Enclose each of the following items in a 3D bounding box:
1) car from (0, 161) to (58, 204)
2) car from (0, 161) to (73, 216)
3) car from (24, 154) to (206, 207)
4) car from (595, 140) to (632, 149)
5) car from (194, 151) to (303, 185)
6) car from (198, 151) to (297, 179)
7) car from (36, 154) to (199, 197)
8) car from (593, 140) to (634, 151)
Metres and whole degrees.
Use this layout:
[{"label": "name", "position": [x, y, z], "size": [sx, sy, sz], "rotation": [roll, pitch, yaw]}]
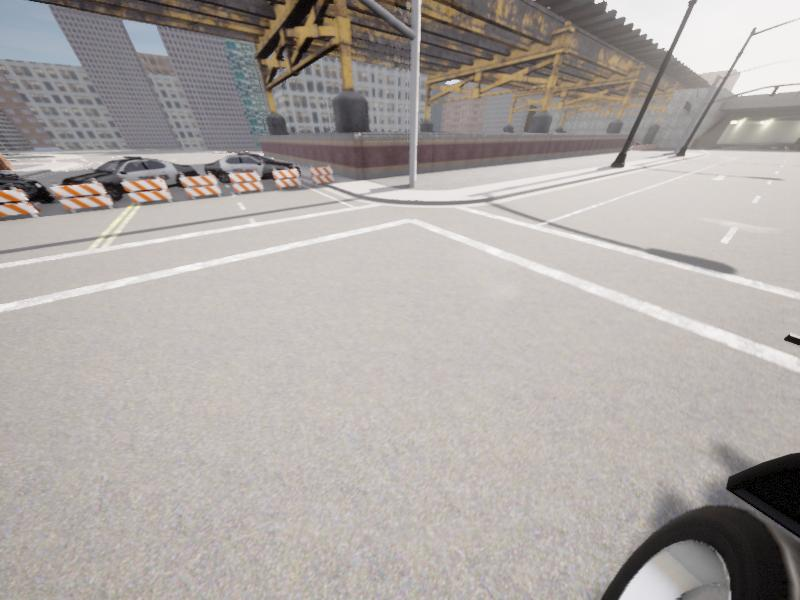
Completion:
[{"label": "car", "position": [-16.666, -4.528, 8.838], "size": [4.536, 1.218, 1.853], "rotation": [5, 36, 7]}, {"label": "car", "position": [-16.613, -4.395, 8.923], "size": [4.974, 1.542, 2.038], "rotation": [5, 36, 7]}, {"label": "car", "position": [-12.846, -5.942, 11.079], "size": [2.038, 1.542, 4.974], "rotation": [11, 37, 15]}, {"label": "car", "position": [38.898, -28.449, 42.200], "size": [4.536, 1.218, 1.853], "rotation": [5, 36, 7]}, {"label": "car", "position": [-8.904, -8.108, 14.111], "size": [4.974, 1.542, 2.038], "rotation": [-4, 35, -5]}, {"label": "car", "position": [-8.956, -8.233, 14.015], "size": [4.536, 1.218, 1.853], "rotation": [-4, 35, -5]}, {"label": "car", "position": [-12.831, -6.099, 11.028], "size": [1.853, 1.218, 4.536], "rotation": [11, 37, 15]}, {"label": "car", "position": [38.950, -28.317, 42.284], "size": [4.974, 1.542, 2.038], "rotation": [5, 36, 7]}]
